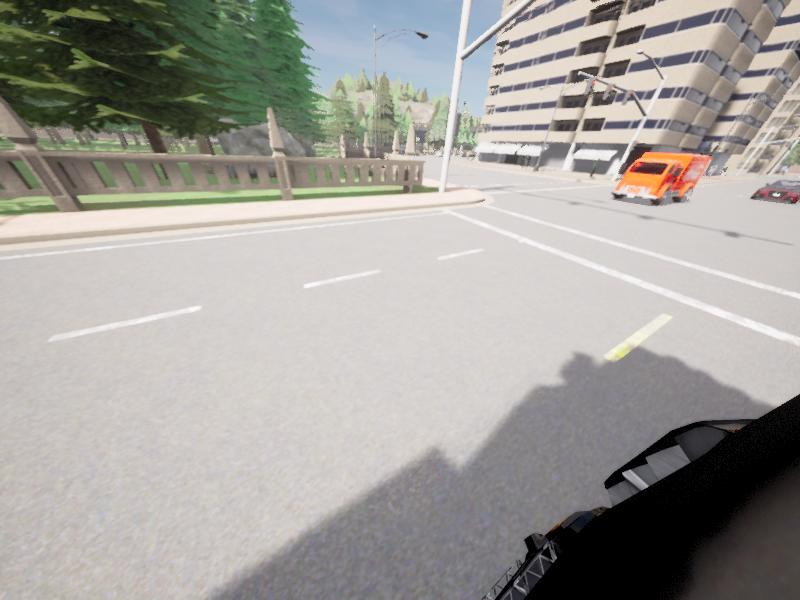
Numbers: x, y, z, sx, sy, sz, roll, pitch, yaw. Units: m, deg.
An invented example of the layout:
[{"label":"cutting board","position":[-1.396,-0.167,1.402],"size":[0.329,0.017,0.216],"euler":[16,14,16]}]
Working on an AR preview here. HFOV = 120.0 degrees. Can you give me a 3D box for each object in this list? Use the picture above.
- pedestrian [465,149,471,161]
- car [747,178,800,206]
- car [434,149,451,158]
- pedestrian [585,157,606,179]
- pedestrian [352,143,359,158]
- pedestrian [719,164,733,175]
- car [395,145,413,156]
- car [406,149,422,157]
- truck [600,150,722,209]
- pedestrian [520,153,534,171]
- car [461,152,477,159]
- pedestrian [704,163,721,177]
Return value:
[{"label":"pedestrian","position":[13.142,-27.885,44.458],"size":[0.751,1.860,0.751],"euler":[7,34,6]},{"label":"car","position":[27.719,-7.887,16.717],"size":[4.181,1.385,1.994],"euler":[-16,38,-26]},{"label":"car","position":[10.853,-37.466,59.034],"size":[2.242,1.667,4.611],"euler":[24,39,29]},{"label":"pedestrian","position":[19.773,-13.386,23.399],"size":[0.751,1.860,0.751],"euler":[-12,37,-22]},{"label":"pedestrian","position":[-6.814,-22.917,35.418],"size":[0.751,1.860,0.751],"euler":[0,34,-5]},{"label":"pedestrian","position":[64.149,-25.691,45.476],"size":[0.751,1.860,0.751],"euler":[-14,38,-24]},{"label":"car","position":[1.037,-36.548,56.522],"size":[2.150,2.045,5.566],"euler":[18,37,22]},{"label":"car","position":[3.269,-34.227,53.788],"size":[1.812,1.442,4.674],"euler":[17,36,19]},{"label":"truck","position":[15.017,-7.059,13.404],"size":[5.204,2.467,2.627],"euler":[-16,38,-26]},{"label":"pedestrian","position":[15.950,-17.403,29.070],"size":[0.751,1.860,0.751],"euler":[-6,35,-13]},{"label":"car","position":[18.450,-38.673,61.727],"size":[4.181,1.385,1.994],"euler":[-25,43,-35]},{"label":"pedestrian","position":[50.160,-20.830,37.083],"size":[0.751,1.860,0.751],"euler":[-20,40,-30]}]
